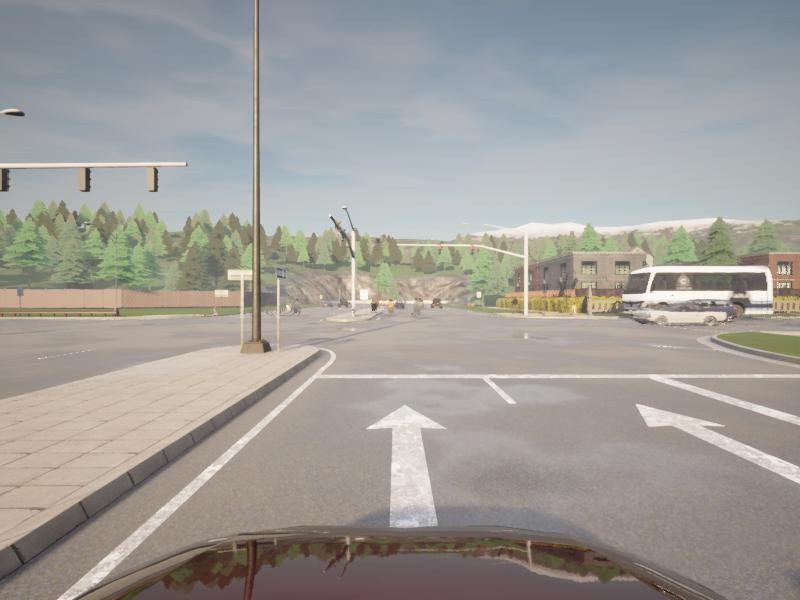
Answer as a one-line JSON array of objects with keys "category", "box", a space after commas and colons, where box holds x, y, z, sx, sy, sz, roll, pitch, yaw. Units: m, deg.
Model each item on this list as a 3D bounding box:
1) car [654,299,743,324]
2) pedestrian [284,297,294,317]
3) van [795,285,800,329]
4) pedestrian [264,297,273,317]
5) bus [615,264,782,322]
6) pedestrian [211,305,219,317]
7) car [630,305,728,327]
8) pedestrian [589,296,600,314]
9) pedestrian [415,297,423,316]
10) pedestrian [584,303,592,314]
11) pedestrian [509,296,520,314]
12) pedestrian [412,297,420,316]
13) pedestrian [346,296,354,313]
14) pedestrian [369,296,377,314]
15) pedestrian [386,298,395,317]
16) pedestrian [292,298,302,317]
[{"category": "car", "box": [20.884, 0.756, 28.151, 4.611, 1.667, 2.242, 0, 0, -1]}, {"category": "pedestrian", "box": [-10.273, 0.637, 37.065, 0.751, 1.860, 0.751, 0, 0, -2]}, {"category": "van", "box": [25.247, 0.378, 21.206, 6.366, 2.431, 2.351, 0, 0, -1]}, {"category": "pedestrian", "box": [-12.413, 0.637, 37.849, 0.751, 1.860, 0.751, 0, 0, -10]}, {"category": "bus", "box": [23.174, -0.534, 31.558, 10.273, 4.253, 3.944, 0, 0, -1]}, {"category": "pedestrian", "box": [-16.898, 1.027, 36.489, 0.500, 1.100, 0.500, 0, 0, -3]}, {"category": "car", "box": [17.031, 0.944, 24.604, 4.718, 1.301, 1.895, 0, 0, -1]}, {"category": "pedestrian", "box": [20.347, 0.485, 41.874, 0.751, 1.860, 0.751, 0, 0, 3]}, {"category": "pedestrian", "box": [1.846, 0.653, 39.707, 0.751, 1.860, 0.751, 0, 0, -1]}, {"category": "pedestrian", "box": [19.074, 0.865, 40.554, 0.500, 1.100, 0.500, 0, 0, -3]}, {"category": "pedestrian", "box": [11.568, 0.485, 40.367, 0.751, 1.860, 0.751, 0, 0, -27]}, {"category": "pedestrian", "box": [1.567, 0.637, 38.928, 0.751, 1.860, 0.751, 0, 0, 2]}, {"category": "pedestrian", "box": [-5.650, 0.485, 45.409, 0.751, 1.860, 0.751, 0, 0, 9]}, {"category": "pedestrian", "box": [-2.873, 0.485, 42.270, 0.751, 1.860, 0.751, 0, 0, -12]}, {"category": "pedestrian", "box": [-0.904, 0.753, 39.563, 0.751, 1.860, 0.751, 0, 0, 9]}, {"category": "pedestrian", "box": [-10.081, 0.709, 39.186, 0.751, 1.860, 0.751, 0, 0, 0]}]
